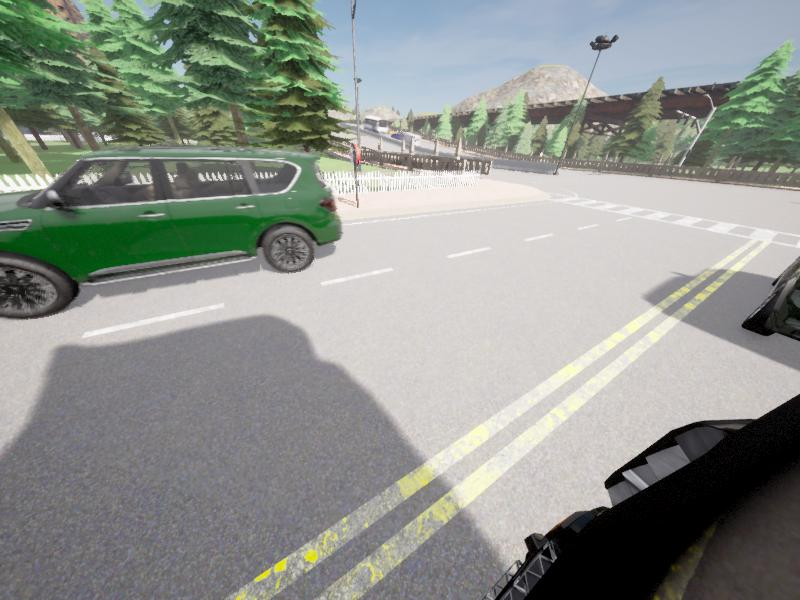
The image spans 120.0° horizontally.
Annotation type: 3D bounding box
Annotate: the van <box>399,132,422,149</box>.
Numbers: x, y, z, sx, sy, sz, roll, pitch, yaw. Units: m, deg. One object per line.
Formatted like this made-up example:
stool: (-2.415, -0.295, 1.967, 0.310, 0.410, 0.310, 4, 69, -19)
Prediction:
van: (2.398, -38.976, 56.354, 2.351, 2.431, 6.366, -17, 46, -27)

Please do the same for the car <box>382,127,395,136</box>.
car: (-3.745, -54.291, 74.412, 1.801, 1.575, 5.366, -17, 46, -27)

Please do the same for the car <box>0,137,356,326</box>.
car: (-3.886, -1.548, 4.123, 5.566, 2.045, 2.150, -15, 38, -25)

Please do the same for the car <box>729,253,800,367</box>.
car: (7.415, -0.207, 3.197, 4.553, 1.767, 2.097, -16, 38, -26)

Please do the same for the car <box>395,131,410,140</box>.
car: (0.748, -49.104, 68.993, 2.163, 1.488, 4.792, -17, 46, -27)

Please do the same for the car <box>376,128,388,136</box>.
car: (-5.513, -51.963, 71.362, 1.816, 1.474, 4.193, -17, 46, -27)

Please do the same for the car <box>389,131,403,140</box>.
car: (-1.178, -46.986, 66.117, 1.816, 1.474, 4.193, -17, 46, -27)

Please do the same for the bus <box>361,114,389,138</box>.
bus: (-7.499, -50.998, 67.686, 3.944, 4.253, 10.273, -17, 46, -27)
